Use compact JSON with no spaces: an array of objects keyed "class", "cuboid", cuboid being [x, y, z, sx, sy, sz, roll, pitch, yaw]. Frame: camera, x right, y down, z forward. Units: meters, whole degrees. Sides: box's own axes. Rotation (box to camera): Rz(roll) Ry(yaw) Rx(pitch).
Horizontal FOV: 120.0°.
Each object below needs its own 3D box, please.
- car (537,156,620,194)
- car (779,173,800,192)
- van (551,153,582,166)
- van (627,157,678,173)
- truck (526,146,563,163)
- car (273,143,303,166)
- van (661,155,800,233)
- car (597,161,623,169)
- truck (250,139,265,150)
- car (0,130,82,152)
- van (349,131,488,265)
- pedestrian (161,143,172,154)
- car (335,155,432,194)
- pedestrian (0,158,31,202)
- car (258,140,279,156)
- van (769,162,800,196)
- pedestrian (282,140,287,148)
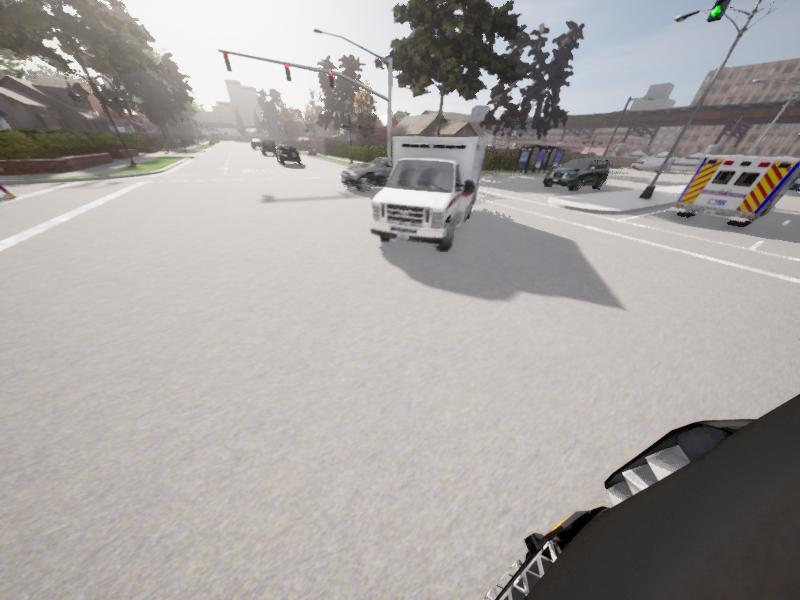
[{"class":"car","cuboid":[13.267,-9.332,17.163,5.566,2.045,2.150,-16,38,-26]},{"class":"car","cuboid":[45.790,-13.301,26.086,5.027,1.651,2.152,-16,38,-26]},{"class":"van","cuboid":[44.045,-37.396,61.247,1.988,2.561,5.915,-16,38,-26]},{"class":"van","cuboid":[52.923,-28.423,48.627,2.351,2.431,6.366,-16,38,-26]},{"class":"truck","cuboid":[42.717,-43.228,68.651,2.891,3.827,8.468,-16,39,-26]},{"class":"car","cuboid":[-12.216,-15.859,25.101,1.932,1.855,4.605,-16,38,-26]},{"class":"van","cuboid":[15.213,-4.915,10.339,6.366,2.431,2.351,-16,38,-26]},{"class":"car","cuboid":[51.515,-33.267,56.737,1.994,1.385,4.181,-16,38,-26]},{"class":"truck","cuboid":[-34.897,-38.144,56.549,2.390,2.098,6.274,-16,38,-26]},{"class":"car","cuboid":[-34.018,-15.069,21.930,3.806,1.475,1.970,-16,38,-26]},{"class":"van","cuboid":[1.169,-3.693,7.394,2.351,2.431,6.366,13,35,16]},{"class":"pedestrian","cuboid":[-27.732,-17.998,27.479,0.500,1.100,0.500,-15,38,-25]},{"class":"car","cuboid":[-0.880,-7.365,13.472,5.027,1.651,2.152,-16,38,-26]},{"class":"pedestrian","cuboid":[-13.614,-4.236,7.505,0.751,1.860,0.751,-13,37,-22]},{"class":"car","cuboid":[-22.169,-25.683,38.913,2.150,2.045,5.566,-16,38,-26]},{"class":"van","cuboid":[39.055,-11.753,22.399,5.915,2.561,1.988,-16,38,-26]},{"class":"pedestrian","cuboid":[-34.963,-47.118,69.841,0.751,1.860,0.751,-16,38,-26]}]
